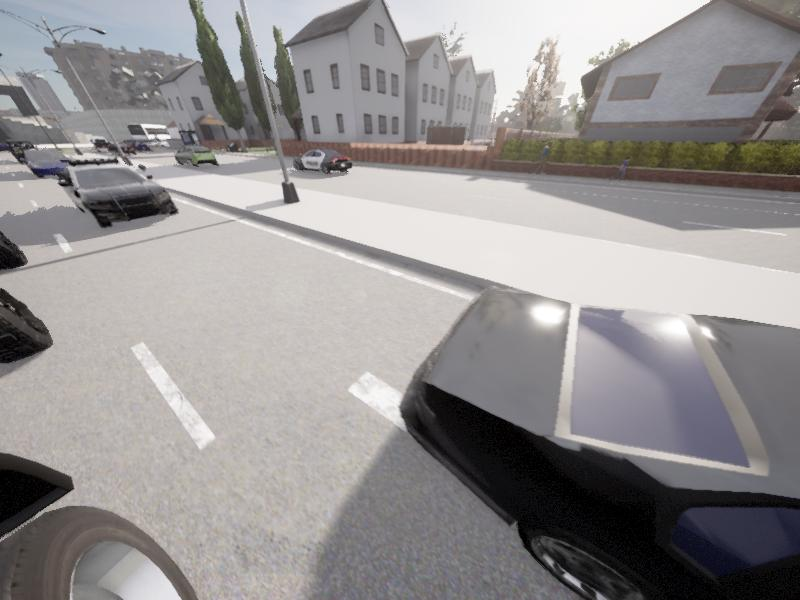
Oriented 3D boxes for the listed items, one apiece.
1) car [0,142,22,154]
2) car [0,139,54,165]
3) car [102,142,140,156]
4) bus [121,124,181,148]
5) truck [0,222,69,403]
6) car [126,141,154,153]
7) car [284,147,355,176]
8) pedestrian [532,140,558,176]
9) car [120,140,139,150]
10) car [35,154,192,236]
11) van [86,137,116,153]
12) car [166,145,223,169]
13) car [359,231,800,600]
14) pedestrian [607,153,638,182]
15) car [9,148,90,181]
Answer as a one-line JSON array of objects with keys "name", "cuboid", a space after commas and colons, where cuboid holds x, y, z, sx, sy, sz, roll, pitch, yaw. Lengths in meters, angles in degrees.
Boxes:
[{"name": "car", "cuboid": [-60.369, -23.154, 35.115, 4.718, 1.301, 1.895, 15, 38, 20]}, {"name": "car", "cuboid": [-36.081, -14.371, 22.332, 3.866, 1.878, 1.905, 22, 41, 27]}, {"name": "car", "cuboid": [-38.101, -20.587, 31.502, 5.357, 1.411, 2.033, 22, 41, 27]}, {"name": "bus", "cuboid": [-58.199, -38.865, 54.677, 3.944, 4.253, 10.273, -5, 36, -8]}, {"name": "truck", "cuboid": [-7.058, -0.453, 2.698, 6.274, 2.098, 2.390, 21, 41, 28]}, {"name": "car", "cuboid": [-41.578, -24.510, 36.893, 3.633, 1.501, 1.845, 22, 41, 28]}, {"name": "car", "cuboid": [-5.942, -10.318, 17.052, 4.974, 1.542, 2.038, 22, 41, 27]}, {"name": "pedestrian", "cuboid": [9.083, -8.918, 14.552, 0.751, 1.860, 0.751, 23, 41, 28]}, {"name": "car", "cuboid": [-50.602, -29.060, 43.259, 1.845, 1.501, 3.633, -29, 45, -34]}, {"name": "car", "cuboid": [-9.538, -3.724, 7.667, 5.238, 1.638, 1.930, 22, 41, 27]}, {"name": "van", "cuboid": [-48.591, -25.320, 37.566, 4.480, 2.038, 2.069, 26, 43, 31]}, {"name": "car", "cuboid": [-18.054, -12.673, 20.326, 4.514, 1.525, 2.007, 22, 41, 27]}, {"name": "car", "cuboid": [2.584, 1.190, 1.009, 5.357, 1.411, 2.033, 22, 41, 27]}, {"name": "pedestrian", "cuboid": [12.366, -7.393, 12.902, 0.751, 1.300, 0.751, 22, 41, 28]}, {"name": "car", "cuboid": [-23.170, -9.075, 15.284, 4.792, 1.488, 2.163, 22, 41, 27]}]
